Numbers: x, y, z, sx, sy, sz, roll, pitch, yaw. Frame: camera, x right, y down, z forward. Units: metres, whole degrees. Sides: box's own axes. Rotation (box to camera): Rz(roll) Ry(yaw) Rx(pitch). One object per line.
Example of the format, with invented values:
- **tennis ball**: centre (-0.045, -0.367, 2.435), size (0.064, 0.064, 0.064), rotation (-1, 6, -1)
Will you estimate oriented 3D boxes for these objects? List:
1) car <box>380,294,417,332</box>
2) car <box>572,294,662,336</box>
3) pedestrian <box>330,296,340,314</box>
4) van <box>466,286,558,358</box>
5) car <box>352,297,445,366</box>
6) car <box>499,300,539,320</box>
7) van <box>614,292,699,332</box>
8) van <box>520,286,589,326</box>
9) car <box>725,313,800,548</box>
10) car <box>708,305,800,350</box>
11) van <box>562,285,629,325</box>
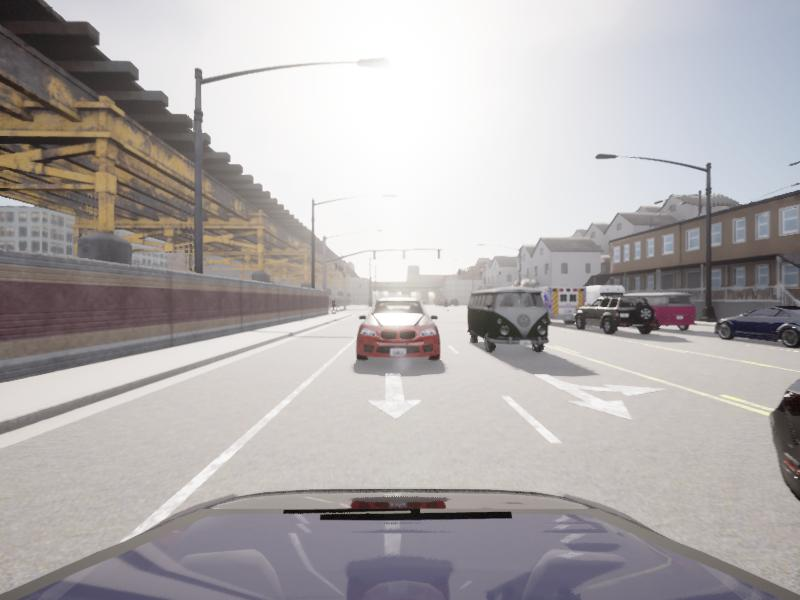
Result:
- **car**: centre (-0.083, 0.652, 22.115), size (1.905, 1.878, 3.866), rotation (0, 0, 0)
- **car**: centre (10.426, 0.658, 19.675), size (1.932, 1.855, 4.605), rotation (0, 0, 0)
- **pedestrian**: centre (-6.920, 0.499, 42.711), size (0.751, 1.860, 0.751), rotation (0, 0, 18)
- **van**: centre (3.451, 0.602, 13.227), size (1.775, 1.987, 4.442), rotation (0, 0, 0)
- **car**: centre (-0.047, 0.761, 11.970), size (2.242, 1.667, 4.611), rotation (0, 0, 0)
- **car**: centre (10.370, 0.787, 35.212), size (2.033, 1.649, 4.856), rotation (0, 0, 0)
- **van**: centre (13.910, 0.601, 22.054), size (1.775, 1.987, 4.442), rotation (0, 0, 0)
- **van**: centre (10.399, 0.385, 27.649), size (2.351, 2.431, 6.366), rotation (0, 0, 0)
- **car**: centre (3.495, 0.845, 0.713), size (1.837, 1.490, 4.892), rotation (0, 0, 0)
- **car**: centre (13.936, 0.911, 14.724), size (1.994, 1.385, 4.181), rotation (0, 0, 1)
- **van**: centre (13.882, 0.330, 28.892), size (1.988, 2.561, 5.915), rotation (0, 0, 0)
